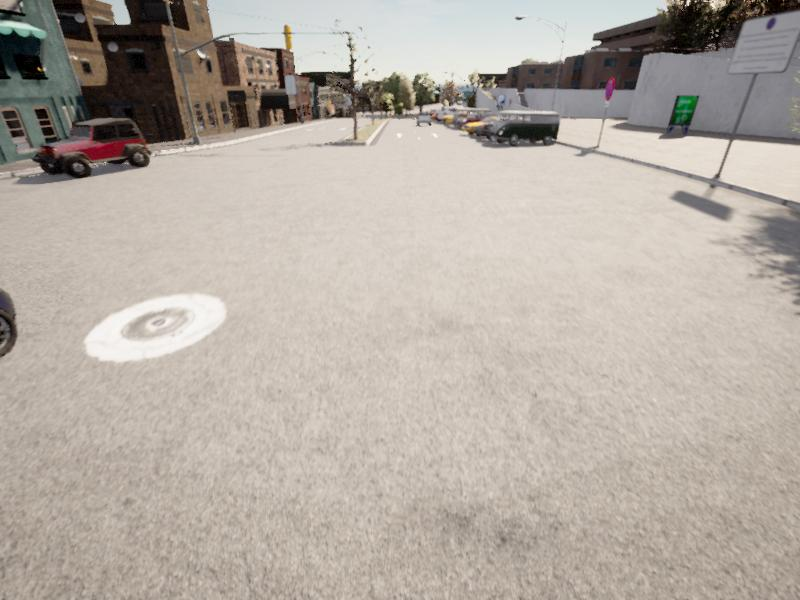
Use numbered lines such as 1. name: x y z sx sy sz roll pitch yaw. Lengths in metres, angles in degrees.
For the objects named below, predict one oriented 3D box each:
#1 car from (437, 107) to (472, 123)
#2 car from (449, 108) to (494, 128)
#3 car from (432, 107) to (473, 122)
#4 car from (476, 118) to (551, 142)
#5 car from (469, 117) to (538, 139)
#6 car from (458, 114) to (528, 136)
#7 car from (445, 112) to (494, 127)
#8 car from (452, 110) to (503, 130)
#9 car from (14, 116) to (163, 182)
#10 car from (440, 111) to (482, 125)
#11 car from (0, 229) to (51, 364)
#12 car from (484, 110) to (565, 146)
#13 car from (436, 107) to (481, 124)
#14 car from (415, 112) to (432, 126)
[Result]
1. car: 7.872 -26.695 57.763 4.442 1.987 1.878 -8 27 -18
2. car: 7.894 -20.182 44.371 4.442 1.987 1.878 -8 28 -18
3. car: 7.951 -28.017 60.459 5.566 2.045 2.435 -8 27 -18
4. car: 8.019 -12.121 28.472 4.674 1.452 2.002 -8 27 -18
5. car: 8.022 -13.426 31.145 4.674 1.452 2.002 -8 28 -18
6. car: 7.842 -14.745 33.742 5.366 1.575 1.946 -8 28 -18
7. car: 8.167 -21.334 47.248 5.366 1.575 1.946 -8 27 -18
8. car: 8.035 -18.806 41.786 4.553 1.767 2.185 -8 28 -18
9. car: -12.051 -6.101 15.853 1.905 1.878 3.866 14 32 24
10. car: 7.990 -23.913 52.539 5.008 1.535 2.097 -8 28 -18
11. car: -5.880 0.766 3.505 1.816 1.474 4.193 -1 28 0
12. car: 7.922 -11.034 25.637 4.442 1.987 1.878 -8 28 -18
13. car: 8.009 -25.446 55.120 5.566 2.045 2.435 -8 27 -18
14. car: 2.921 -22.497 49.599 1.845 1.501 3.633 0 26 0
